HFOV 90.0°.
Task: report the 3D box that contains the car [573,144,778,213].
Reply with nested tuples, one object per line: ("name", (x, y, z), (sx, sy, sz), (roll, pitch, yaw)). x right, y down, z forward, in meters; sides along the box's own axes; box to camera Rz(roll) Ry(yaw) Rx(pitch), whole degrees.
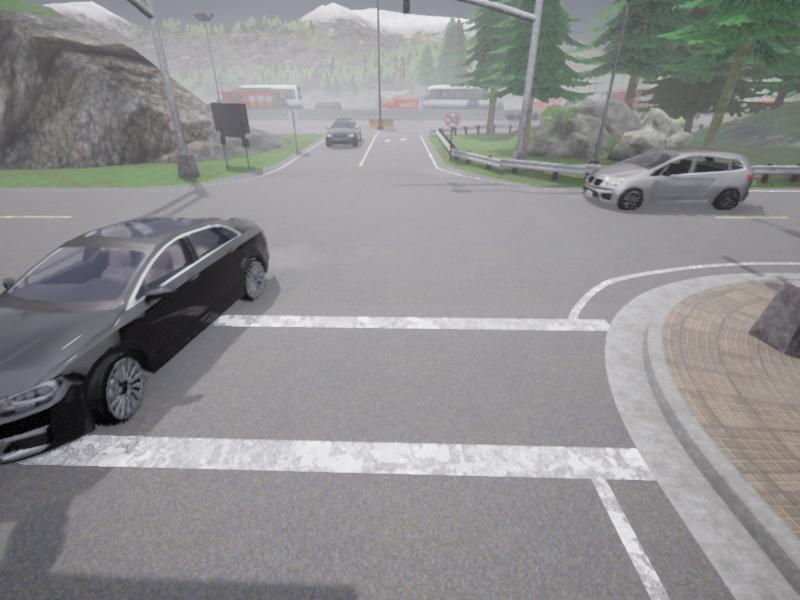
("car", (8.365, -3.897, 12.651), (4.611, 1.667, 2.242), (-1, 27, -1))

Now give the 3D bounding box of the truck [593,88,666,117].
("truck", (34.639, -30.017, 60.728), (8.468, 3.827, 2.891), (0, 27, 0))

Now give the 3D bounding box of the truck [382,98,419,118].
("truck", (0.030, -27.812, 57.952), (5.204, 2.467, 2.627), (0, 27, 0))

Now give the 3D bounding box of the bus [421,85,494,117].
("bus", (8.426, -30.158, 60.535), (10.273, 4.253, 3.944), (0, 27, 0))

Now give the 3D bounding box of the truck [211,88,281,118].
("truck", (-21.986, -28.426, 57.658), (8.468, 3.827, 2.891), (0, 27, 0))

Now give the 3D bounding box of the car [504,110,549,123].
("car", (15.405, -22.455, 48.889), (4.718, 1.301, 1.895), (0, 27, 0))

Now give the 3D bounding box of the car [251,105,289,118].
("car", (-19.857, -28.926, 61.332), (5.027, 1.651, 2.152), (0, 27, 0))

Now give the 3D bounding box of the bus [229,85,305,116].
("bus", (-20.854, -31.778, 63.661), (10.273, 4.253, 3.944), (0, 27, 0))

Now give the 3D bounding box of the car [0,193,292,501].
("car", (-3.454, -0.147, 5.263), (2.128, 1.511, 4.902), (3, 26, 7))

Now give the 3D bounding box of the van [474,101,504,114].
("van", (15.000, -32.423, 67.375), (4.442, 1.987, 1.775), (0, 27, 0))

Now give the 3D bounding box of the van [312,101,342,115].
("van", (-11.670, -30.822, 64.285), (4.442, 1.987, 1.775), (0, 27, 0))

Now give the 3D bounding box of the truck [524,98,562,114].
("truck", (23.990, -32.635, 67.258), (5.204, 2.467, 2.627), (0, 27, 0))

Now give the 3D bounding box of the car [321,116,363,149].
("car", (-3.620, -10.929, 25.960), (2.038, 1.542, 4.974), (0, 27, 0))
